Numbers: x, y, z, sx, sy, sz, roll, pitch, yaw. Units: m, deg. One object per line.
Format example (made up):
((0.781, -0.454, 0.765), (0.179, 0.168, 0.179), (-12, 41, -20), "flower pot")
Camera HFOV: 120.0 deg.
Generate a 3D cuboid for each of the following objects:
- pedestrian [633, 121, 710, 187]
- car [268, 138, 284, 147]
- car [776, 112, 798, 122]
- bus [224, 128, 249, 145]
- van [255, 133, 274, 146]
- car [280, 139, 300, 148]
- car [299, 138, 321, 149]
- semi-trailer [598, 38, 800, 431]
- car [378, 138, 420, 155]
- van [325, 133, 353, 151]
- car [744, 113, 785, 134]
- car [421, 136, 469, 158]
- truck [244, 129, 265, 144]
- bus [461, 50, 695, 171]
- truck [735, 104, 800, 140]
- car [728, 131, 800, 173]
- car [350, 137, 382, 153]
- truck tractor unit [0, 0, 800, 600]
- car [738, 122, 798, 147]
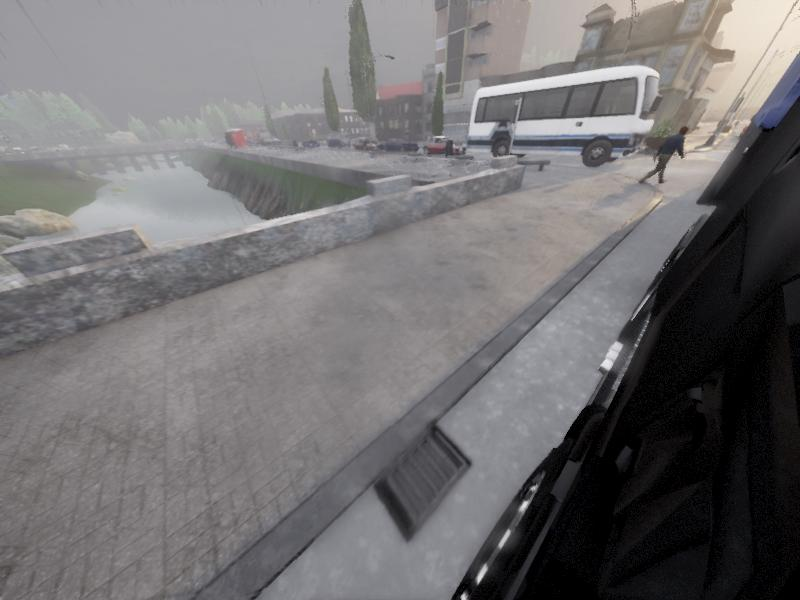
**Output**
((9.439, -5.101, 8.151), (0.751, 1.860, 0.751), (2, 37, 6), "pedestrian")
((-28.132, -35.654, 52.330), (1.812, 1.442, 4.674), (-28, 43, -30), "car")
((89.191, -42.232, 53.282), (5.238, 1.638, 1.930), (-28, 43, -30), "car")
((-55.795, -55.640, 78.704), (3.944, 4.253, 10.273), (-28, 43, -30), "bus")
((-33.674, -39.853, 57.397), (1.988, 2.561, 5.915), (-28, 43, -30), "van")
((-22.214, -31.577, 46.577), (1.895, 1.301, 4.718), (-28, 43, -30), "car")
((-15.525, -27.105, 39.964), (1.816, 1.474, 4.193), (-28, 43, -30), "car")
((8.696, -3.599, 4.242), (14.254, 4.402, 2.717), (-28, 43, -30), "semi-trailer")
((-0.129, -16.582, 24.929), (1.895, 1.301, 4.718), (-28, 43, -30), "car")
((-8.762, -22.711, 33.172), (1.775, 1.987, 4.442), (-28, 43, -30), "van")
((43.504, -21.105, 27.638), (3.866, 1.878, 1.905), (-28, 44, -30), "car")
((3.952, -13.875, 20.862), (1.970, 1.475, 3.806), (-28, 44, -30), "car")
((-47.589, -53.504, 75.646), (2.891, 3.827, 8.468), (-28, 43, -30), "truck")
((9.581, -11.305, 14.702), (3.944, 4.253, 10.273), (-29, 44, -31), "bus")
((35.991, -17.352, 22.569), (5.204, 2.467, 2.627), (-29, 44, -29), "truck")
((18.166, -7.357, 11.300), (4.718, 1.301, 1.895), (-28, 43, -30), "car")
((-4.278, -19.467, 28.935), (1.970, 1.475, 3.806), (-28, 44, -30), "car")
((2.645, -0.295, 0.351), (6.516, 4.208, 3.053), (-28, 44, -30), "truck tractor unit")
((29.265, -13.300, 18.509), (4.181, 1.385, 1.994), (-28, 43, -30), "car")
